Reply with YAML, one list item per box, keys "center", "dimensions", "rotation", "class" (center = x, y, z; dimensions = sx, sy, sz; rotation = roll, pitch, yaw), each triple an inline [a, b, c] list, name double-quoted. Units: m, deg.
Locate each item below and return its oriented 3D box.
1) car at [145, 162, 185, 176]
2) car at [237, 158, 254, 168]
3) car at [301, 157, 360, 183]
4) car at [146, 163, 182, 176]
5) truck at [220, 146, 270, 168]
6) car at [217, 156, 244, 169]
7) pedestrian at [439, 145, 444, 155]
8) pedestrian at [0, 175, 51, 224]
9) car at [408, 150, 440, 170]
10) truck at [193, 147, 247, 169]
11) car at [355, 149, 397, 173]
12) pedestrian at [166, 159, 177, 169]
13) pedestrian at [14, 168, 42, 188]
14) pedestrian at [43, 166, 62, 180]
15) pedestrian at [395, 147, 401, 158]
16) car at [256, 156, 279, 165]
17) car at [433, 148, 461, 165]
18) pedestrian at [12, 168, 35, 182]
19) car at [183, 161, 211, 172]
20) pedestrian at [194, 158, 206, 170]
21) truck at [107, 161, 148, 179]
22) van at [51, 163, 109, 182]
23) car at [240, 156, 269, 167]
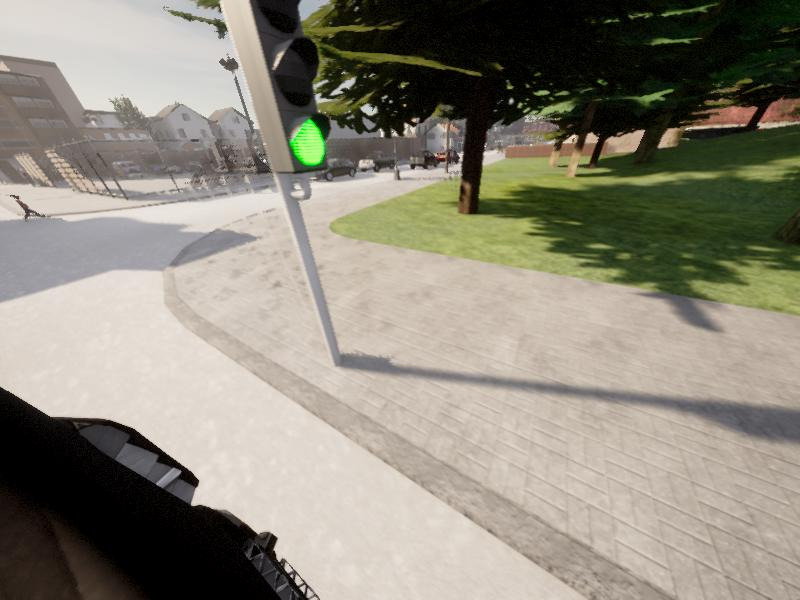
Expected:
- center: [-35.651, -19.952, 35.164]
  dimensions: [1.789, 1.547, 3.705]
  rotation: [16, 38, 26]
  class: "car"
- center: [-28.668, -25.458, 42.911]
  dimensions: [2.207, 1.379, 1.481]
  rotation: [16, 38, 26]
  class: "car"
- center: [-5.766, -11.288, 19.935]
  dimensions: [1.837, 1.490, 4.892]
  rotation: [16, 38, 26]
  class: "car"
- center: [-35.900, -19.819, 35.114]
  dimensions: [5.357, 1.415, 2.033]
  rotation: [16, 38, 26]
  class: "car"
- center: [-35.129, -32.847, 52.869]
  dimensions: [2.891, 3.827, 8.468]
  rotation: [16, 38, 26]
  class: "truck"
- center: [-30.515, -24.769, 41.655]
  dimensions: [3.866, 1.878, 1.905]
  rotation: [16, 38, 26]
  class: "car"
- center: [9.028, -32.298, 49.760]
  dimensions: [0.751, 1.860, 0.751]
  rotation: [-7, 34, -5]
  class: "pedestrian"
- center: [-17.134, -4.508, 10.358]
  dimensions: [0.751, 1.860, 0.751]
  rotation: [15, 38, 25]
  class: "pedestrian"
- center: [2.649, -15.172, 24.951]
  dimensions: [1.851, 1.617, 3.988]
  rotation: [16, 38, 26]
  class: "car"
- center: [-40.342, -32.115, 52.198]
  dimensions: [2.891, 3.827, 8.468]
  rotation: [16, 38, 26]
  class: "truck"
- center: [-2.378, -14.724, 24.449]
  dimensions: [1.932, 1.855, 4.605]
  rotation: [16, 38, 26]
  class: "car"
- center: [-49.288, -29.298, 49.873]
  dimensions: [0.751, 1.860, 0.751]
  rotation: [16, 38, 26]
  class: "pedestrian"
- center: [-41.088, -13.450, 25.508]
  dimensions: [0.751, 1.860, 0.751]
  rotation: [16, 38, 26]
  class: "pedestrian"
- center: [-56.230, -20.596, 37.417]
  dimensions: [0.751, 1.860, 0.751]
  rotation: [9, 36, 18]
  class: "pedestrian"
- center: [-0.339, -29.480, 46.112]
  dimensions: [0.751, 1.860, 0.751]
  rotation: [20, 40, 30]
  class: "pedestrian"
- center: [-27.152, -28.467, 47.220]
  dimensions: [4.193, 1.474, 1.816]
  rotation: [16, 38, 26]
  class: "car"
- center: [6.058, -18.348, 29.492]
  dimensions: [2.007, 1.525, 4.514]
  rotation: [15, 38, 25]
  class: "car"
- center: [-57.539, -19.109, 35.301]
  dimensions: [0.751, 1.860, 0.751]
  rotation: [-13, 35, -14]
  class: "pedestrian"
- center: [-33.893, -22.306, 38.557]
  dimensions: [3.633, 1.501, 1.845]
  rotation: [16, 38, 26]
  class: "car"
- center: [-37.561, -25.663, 43.475]
  dimensions: [0.751, 1.860, 0.751]
  rotation: [12, 37, 21]
  class: "pedestrian"
- center: [-38.058, -18.143, 32.225]
  dimensions: [4.478, 2.038, 2.069]
  rotation: [16, 38, 26]
  class: "truck"
- center: [-48.202, -19.353, 34.984]
  dimensions: [2.069, 2.038, 4.480]
  rotation: [16, 38, 27]
  class: "van"
- center: [-28.123, -26.758, 44.623]
  dimensions: [4.611, 1.667, 2.242]
  rotation: [16, 38, 26]
  class: "car"
